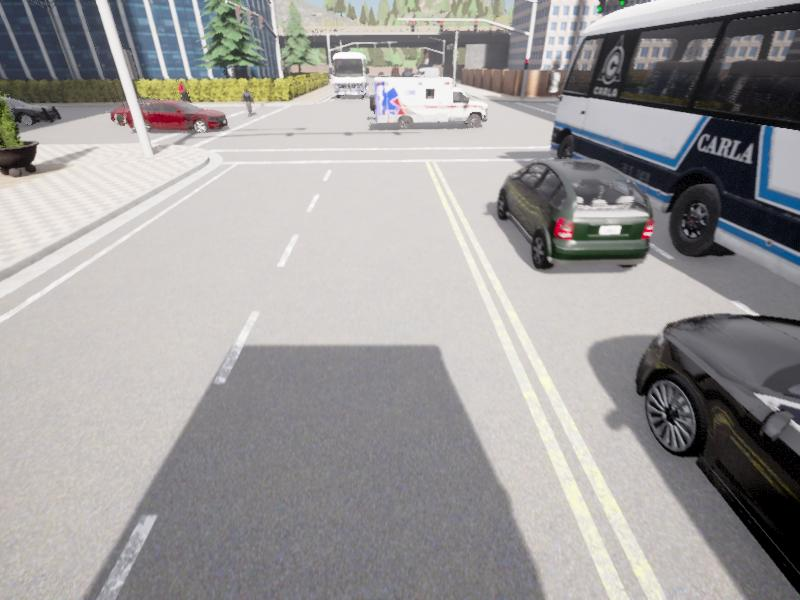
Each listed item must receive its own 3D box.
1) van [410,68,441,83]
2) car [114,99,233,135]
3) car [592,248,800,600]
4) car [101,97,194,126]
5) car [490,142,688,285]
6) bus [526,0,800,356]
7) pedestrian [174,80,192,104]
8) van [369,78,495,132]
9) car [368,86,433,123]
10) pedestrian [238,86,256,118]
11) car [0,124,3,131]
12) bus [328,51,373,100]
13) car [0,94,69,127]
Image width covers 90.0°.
[{"bbox_3d":[5.180,-45.732,81.410,5.915,2.561,1.988,-16,34,-23],"label":"van"},{"bbox_3d":[-11.841,-9.750,21.232,5.008,1.535,1.882,1,30,3],"label":"car"},{"bbox_3d":[3.317,1.401,2.074,2.128,1.511,4.902,-1,30,-1],"label":"car"},{"bbox_3d":[-15.368,-11.593,24.579,4.181,1.385,1.994,-2,30,-3],"label":"car"},{"bbox_3d":[3.107,-1.864,7.606,1.789,1.549,3.705,-1,30,-1],"label":"car"},{"bbox_3d":[6.433,-3.795,8.200,3.944,4.253,10.273,-1,30,-1],"label":"bus"},{"bbox_3d":[-19.085,-18.297,35.224,0.751,1.860,0.751,1,30,1],"label":"pedestrian"},{"bbox_3d":[1.583,-10.718,21.870,6.366,2.431,2.351,-2,30,-2],"label":"van"},{"bbox_3d":[0.012,-12.213,24.969,3.866,1.878,1.905,-2,30,-2],"label":"car"},{"bbox_3d":[-10.333,-13.417,27.109,0.751,1.860,0.751,-13,33,-20],"label":"pedestrian"},{"bbox_3d":[-24.691,-9.687,21.121,4.611,1.667,2.242,-1,30,-2],"label":"car"},{"bbox_3d":[-5.206,-24.914,44.366,3.944,4.253,10.273,-1,30,-1],"label":"bus"},{"bbox_3d":[-23.665,-11.470,24.184,5.238,1.638,1.930,-1,30,-2],"label":"car"}]
